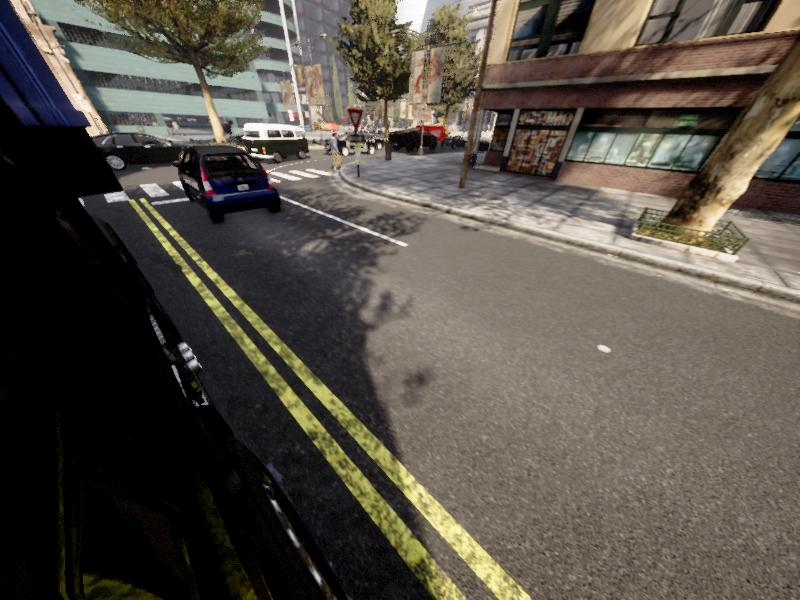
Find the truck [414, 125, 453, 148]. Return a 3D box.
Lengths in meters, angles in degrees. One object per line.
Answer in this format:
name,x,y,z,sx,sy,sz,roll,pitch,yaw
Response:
truck,4.716,-23.010,32.521,2.627,2.467,5.204,30,45,31

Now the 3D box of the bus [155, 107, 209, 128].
bus,-63.943,-53.633,68.160,10.273,4.253,3.944,-29,47,-35

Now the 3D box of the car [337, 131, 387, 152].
car,-3.895,-17.201,24.992,1.930,1.638,5.238,30,45,31

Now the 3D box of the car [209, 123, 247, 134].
car,-31.202,-31.087,41.946,2.128,1.511,4.902,30,45,31

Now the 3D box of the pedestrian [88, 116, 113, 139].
pedestrian,-30.336,-17.463,23.424,0.751,1.860,0.751,31,45,32

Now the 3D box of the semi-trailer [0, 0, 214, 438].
semi-trailer,-9.723,-2.571,2.826,14.254,4.402,2.717,14,38,15

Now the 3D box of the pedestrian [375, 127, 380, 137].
pedestrian,-5.251,-38.734,53.178,0.751,1.860,0.751,-22,43,-29

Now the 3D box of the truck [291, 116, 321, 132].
truck,-31.935,-59.909,78.634,8.468,3.827,2.891,8,37,7

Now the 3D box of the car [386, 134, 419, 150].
car,0.333,-19.829,28.865,1.970,1.475,3.806,30,45,32

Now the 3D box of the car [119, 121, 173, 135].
car,-35.909,-24.363,32.784,2.161,1.482,4.786,30,45,31

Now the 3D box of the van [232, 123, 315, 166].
van,-8.090,-10.462,15.436,2.069,2.038,4.480,12,38,13

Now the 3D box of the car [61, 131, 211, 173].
car,-13.456,-7.926,12.216,1.837,1.490,4.892,30,45,31

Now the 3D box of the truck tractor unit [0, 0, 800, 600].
truck tractor unit,-2.645,-0.295,0.351,6.516,4.208,3.053,28,44,30

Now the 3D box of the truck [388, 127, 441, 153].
truck,1.670,-17.797,25.708,2.390,2.098,6.274,30,45,31

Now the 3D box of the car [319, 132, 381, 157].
car,-4.218,-13.867,20.525,1.930,1.638,5.238,30,45,31

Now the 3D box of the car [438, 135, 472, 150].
car,7.449,-21.249,31.119,2.128,1.511,4.902,30,45,31

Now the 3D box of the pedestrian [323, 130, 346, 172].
pedestrian,-3.564,-8.155,12.709,0.751,1.860,0.751,-23,44,-30

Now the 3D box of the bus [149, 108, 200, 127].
bus,-71.481,-57.984,73.556,3.944,4.253,10.273,29,45,31

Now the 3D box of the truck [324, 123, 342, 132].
truck,-23.347,-59.885,80.204,5.204,2.467,2.627,17,39,18

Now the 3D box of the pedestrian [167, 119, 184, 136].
pedestrian,-29.873,-22.964,30.791,0.751,1.860,0.751,24,42,27

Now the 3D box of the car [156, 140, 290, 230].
car,-5.239,-3.608,6.805,3.988,1.617,1.851,32,46,33

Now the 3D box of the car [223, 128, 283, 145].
car,-16.992,-19.046,26.948,2.033,1.411,5.357,30,45,31
